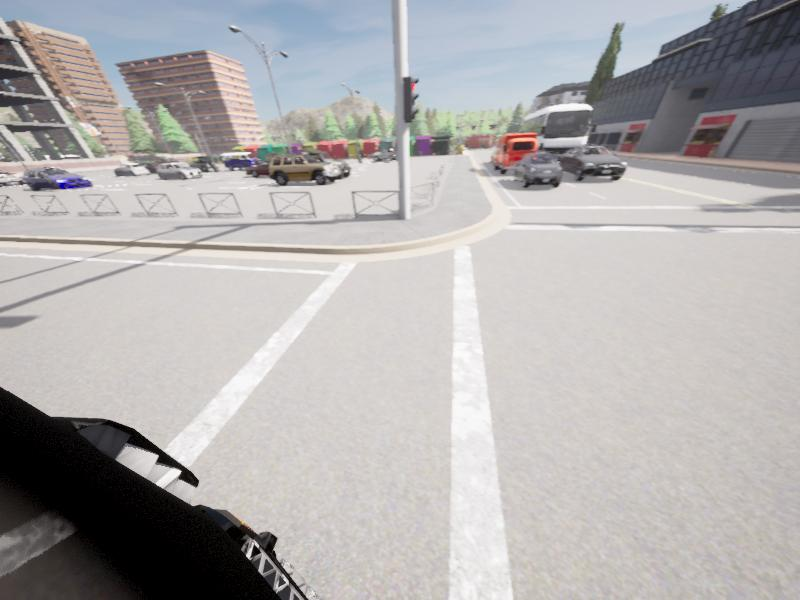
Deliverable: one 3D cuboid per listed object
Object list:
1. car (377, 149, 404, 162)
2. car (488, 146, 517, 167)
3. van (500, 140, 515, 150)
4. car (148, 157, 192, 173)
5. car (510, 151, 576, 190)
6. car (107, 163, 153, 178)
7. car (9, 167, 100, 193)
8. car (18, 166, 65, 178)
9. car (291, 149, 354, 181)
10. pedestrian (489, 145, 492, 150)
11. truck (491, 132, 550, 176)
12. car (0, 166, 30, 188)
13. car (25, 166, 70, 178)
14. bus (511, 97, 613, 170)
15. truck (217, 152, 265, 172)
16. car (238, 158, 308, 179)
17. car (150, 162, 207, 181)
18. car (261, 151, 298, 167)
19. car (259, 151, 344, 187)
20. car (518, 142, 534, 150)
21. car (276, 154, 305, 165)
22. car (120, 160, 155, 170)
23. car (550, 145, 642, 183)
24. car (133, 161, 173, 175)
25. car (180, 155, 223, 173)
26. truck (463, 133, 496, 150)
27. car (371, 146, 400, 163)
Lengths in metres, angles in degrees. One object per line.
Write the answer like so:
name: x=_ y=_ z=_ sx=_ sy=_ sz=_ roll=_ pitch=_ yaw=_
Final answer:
car: x=-1.470 y=-22.716 z=36.265 sx=3.806 sy=1.475 sz=1.970 roll=4 pitch=35 yaw=11
car: x=10.484 y=-14.949 z=23.924 sx=1.801 sy=1.575 sz=5.366 roll=5 pitch=35 yaw=12
van: x=27.314 y=-39.541 z=58.815 sx=2.069 sy=2.038 sz=4.480 roll=3 pitch=34 yaw=9
car: x=-35.071 y=-20.676 z=35.338 sx=4.605 sy=1.855 sz=1.932 roll=4 pitch=35 yaw=11
car: x=7.414 y=-7.060 z=12.469 sx=1.845 sy=1.501 sz=3.633 roll=5 pitch=35 yaw=11
car: x=-36.105 y=-17.381 z=30.950 sx=3.806 sy=1.475 sz=1.970 roll=4 pitch=35 yaw=11
car: x=-29.852 y=-10.477 z=20.080 sx=4.611 sy=1.667 sz=2.242 roll=4 pitch=35 yaw=11
car: x=-66.365 y=-23.793 z=42.871 sx=1.816 sy=1.474 sz=4.193 roll=4 pitch=35 yaw=10
car: x=-5.869 y=-10.436 z=17.907 sx=3.866 sy=1.878 sz=1.905 roll=4 pitch=35 yaw=11
pedestrian: x=23.563 y=-39.718 z=60.157 sx=0.500 sy=1.100 sz=0.500 roll=-6 pitch=34 yaw=-4
truck: x=8.828 y=-11.207 z=17.686 sx=2.627 sy=2.467 sz=5.204 roll=5 pitch=35 yaw=12
car: x=-44.103 y=-13.349 z=25.124 sx=4.605 sy=1.855 sz=1.932 roll=4 pitch=35 yaw=11
car: x=-63.113 y=-22.972 z=41.488 sx=1.970 sy=1.475 sz=3.806 roll=4 pitch=35 yaw=10
bus: x=13.641 y=-14.942 z=21.279 sx=3.944 sy=4.253 sz=10.273 roll=5 pitch=35 yaw=12
truck: x=-20.786 y=-18.141 z=30.318 sx=4.478 sy=2.038 sz=2.069 roll=4 pitch=35 yaw=11
car: x=-11.637 y=-12.232 z=21.432 sx=5.357 sy=1.415 sz=2.033 roll=4 pitch=35 yaw=11
car: x=-22.441 y=-13.050 z=23.476 sx=3.806 sy=1.475 sz=1.970 roll=4 pitch=35 yaw=11
car: x=-19.227 y=-22.619 z=37.030 sx=4.605 sy=1.855 sz=1.932 roll=4 pitch=35 yaw=11
car: x=-6.489 y=-8.839 z=15.574 sx=4.605 sy=1.855 sz=1.932 roll=4 pitch=35 yaw=11
car: x=29.808 y=-36.627 z=54.854 sx=2.033 sy=1.411 sz=5.357 roll=5 pitch=35 yaw=12
car: x=-18.588 y=-24.045 z=39.479 sx=3.905 sy=1.438 sz=1.784 roll=4 pitch=35 yaw=11
car: x=-60.359 y=-31.164 z=53.332 sx=1.882 sy=1.535 sz=5.008 roll=4 pitch=35 yaw=10
car: x=11.423 y=-8.424 z=14.111 sx=2.152 sy=1.651 sz=5.027 roll=4 pitch=35 yaw=11
car: x=-35.538 y=-19.011 z=33.275 sx=3.905 sy=1.438 sz=1.784 roll=4 pitch=35 yaw=11
car: x=-27.034 y=-18.535 z=31.551 sx=3.866 sy=1.878 sz=1.905 roll=4 pitch=35 yaw=11
truck: x=23.568 y=-47.419 z=69.202 sx=2.891 sy=3.827 sz=8.468 roll=-31 pitch=43 yaw=-35
car: x=-2.058 y=-21.311 z=33.792 sx=3.866 sy=1.878 sz=1.905 roll=4 pitch=35 yaw=11
